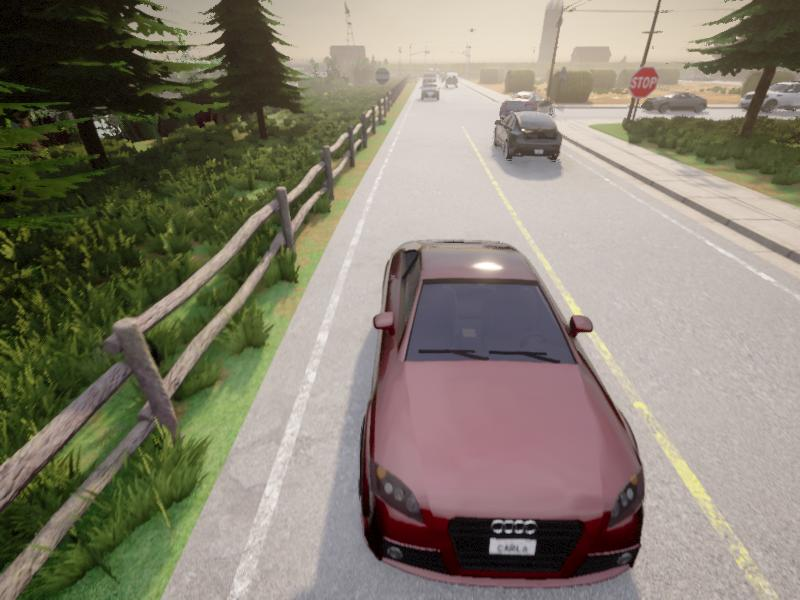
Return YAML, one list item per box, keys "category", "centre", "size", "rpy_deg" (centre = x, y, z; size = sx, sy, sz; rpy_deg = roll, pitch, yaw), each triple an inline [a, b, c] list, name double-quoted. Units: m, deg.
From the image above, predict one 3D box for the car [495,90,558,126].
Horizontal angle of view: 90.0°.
- category: "car"
  centre: [8.041, -12.152, 25.133]
  size: [2.152, 1.651, 5.027]
  rpy_deg: [18, 35, 28]

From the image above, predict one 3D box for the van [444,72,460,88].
- category: "van"
  centre: [8.255, -35.180, 63.972]
  size: [2.069, 2.038, 4.480]
  rpy_deg: [2, 30, 3]

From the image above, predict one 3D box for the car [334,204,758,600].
- category: "car"
  centre: [0.735, 0.335, 4.052]
  size: [1.994, 1.385, 4.181]
  rpy_deg: [1, 30, 1]

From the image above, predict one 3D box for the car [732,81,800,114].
- category: "car"
  centre: [28.725, -15.087, 29.780]
  size: [5.566, 2.045, 2.150]
  rpy_deg: [1, 30, 0]

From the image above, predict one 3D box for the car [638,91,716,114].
- category: "car"
  centre: [20.664, -14.852, 30.038]
  size: [4.181, 1.385, 1.994]
  rpy_deg: [0, 30, 0]

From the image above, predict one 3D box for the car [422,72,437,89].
- category: "car"
  centre: [4.667, -34.523, 62.841]
  size: [2.150, 2.045, 5.566]
  rpy_deg: [2, 31, 3]

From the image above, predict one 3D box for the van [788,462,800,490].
- category: "van"
  centre: [4.135, 1.789, 0.969]
  size: [1.775, 1.987, 4.442]
  rpy_deg: [1, 30, 1]

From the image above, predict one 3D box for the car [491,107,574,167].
- category: "car"
  centre: [4.861, -6.464, 15.519]
  size: [1.837, 1.490, 4.892]
  rpy_deg: [2, 30, 3]

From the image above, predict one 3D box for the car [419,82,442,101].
- category: "car"
  centre: [3.121, -21.449, 41.066]
  size: [2.128, 1.511, 4.902]
  rpy_deg: [2, 30, 3]
